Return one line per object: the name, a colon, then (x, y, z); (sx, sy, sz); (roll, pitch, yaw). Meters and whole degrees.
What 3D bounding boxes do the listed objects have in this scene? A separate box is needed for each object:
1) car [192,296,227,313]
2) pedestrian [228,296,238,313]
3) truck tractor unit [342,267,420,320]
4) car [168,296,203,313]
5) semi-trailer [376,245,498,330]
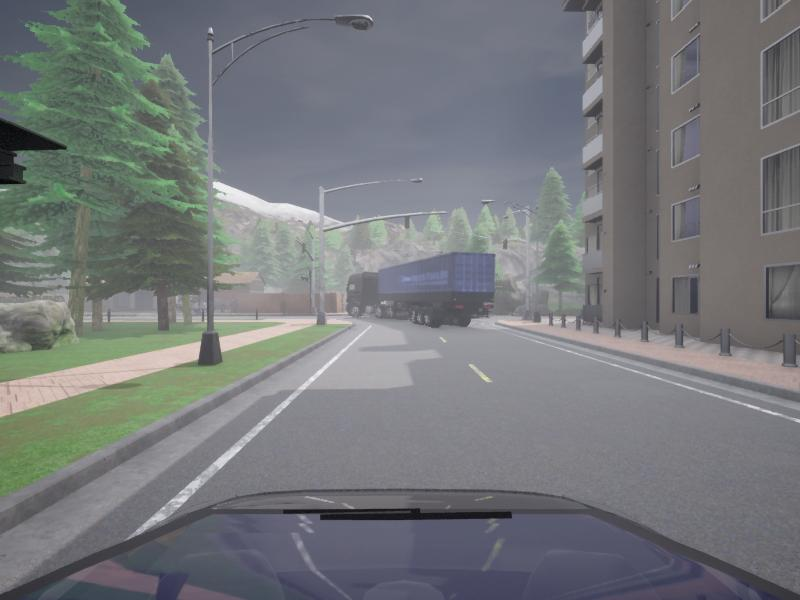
car: (-21.587, 0.503, 45.523); (1.932, 1.855, 4.605); (0, 0, -1)
pedestrian: (-17.607, 0.476, 42.145); (0.751, 1.860, 0.751); (0, 0, 0)
truck tractor unit: (-1.761, -0.529, 34.711); (6.516, 4.208, 3.053); (1, 0, 43)
car: (-24.091, 0.505, 45.073); (1.905, 1.878, 3.866); (0, 0, -1)
semi-trailer: (1.611, -0.622, 27.747); (2.717, 4.402, 14.254); (0, 0, -19)
